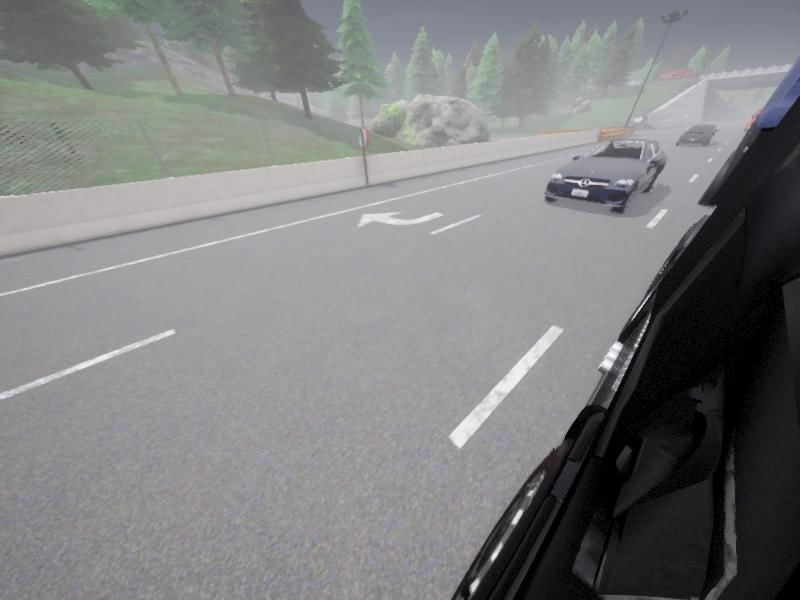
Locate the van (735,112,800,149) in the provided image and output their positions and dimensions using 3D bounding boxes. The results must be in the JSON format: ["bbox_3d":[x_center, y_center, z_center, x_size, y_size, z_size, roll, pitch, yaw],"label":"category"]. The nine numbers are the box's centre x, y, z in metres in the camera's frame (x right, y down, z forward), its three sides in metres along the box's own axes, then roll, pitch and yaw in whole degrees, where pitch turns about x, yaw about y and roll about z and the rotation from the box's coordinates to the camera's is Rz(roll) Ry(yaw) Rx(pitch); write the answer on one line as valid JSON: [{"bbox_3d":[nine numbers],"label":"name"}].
[{"bbox_3d":[27.805,-12.800,17.390,4.480,2.038,2.069,-28,44,-30],"label":"van"}]

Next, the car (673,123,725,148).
[{"bbox_3d":[25.631,-14.161,19.810,4.892,1.490,1.837,-28,44,-29],"label":"car"}]

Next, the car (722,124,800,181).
[{"bbox_3d":[16.408,-6.564,10.078,4.856,1.649,2.033,-28,43,-30],"label":"car"}]

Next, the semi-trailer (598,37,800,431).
[{"bbox_3d":[8.712,-3.588,4.227,14.254,4.402,2.717,-28,43,-30],"label":"semi-trailer"}]

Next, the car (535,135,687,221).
[{"bbox_3d":[6.987,-4.278,7.604,5.027,1.651,2.152,-28,44,-30],"label":"car"}]

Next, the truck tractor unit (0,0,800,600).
[{"bbox_3d":[2.645,-0.295,0.352,6.516,4.208,3.053,-28,44,-30],"label":"truck tractor unit"}]
